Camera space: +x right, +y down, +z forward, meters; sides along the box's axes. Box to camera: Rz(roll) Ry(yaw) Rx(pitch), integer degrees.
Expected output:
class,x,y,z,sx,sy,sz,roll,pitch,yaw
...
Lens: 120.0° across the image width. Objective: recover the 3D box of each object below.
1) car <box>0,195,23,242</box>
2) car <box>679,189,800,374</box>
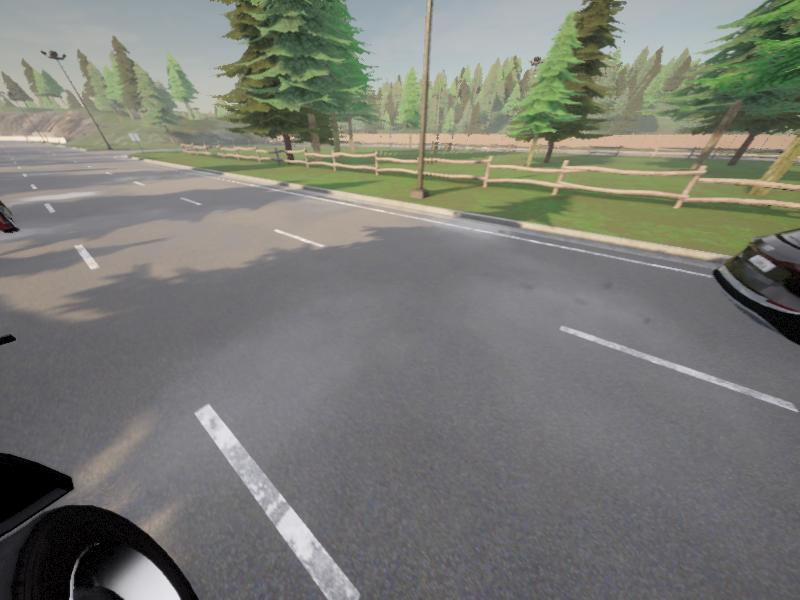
class,x,y,z,sx,sy,sz,roll,pitch,yaw
car,-12.373,-2.469,6.089,4.181,1.385,1.994,22,41,28
car,6.743,0.305,2.128,4.856,1.649,2.033,22,41,28
